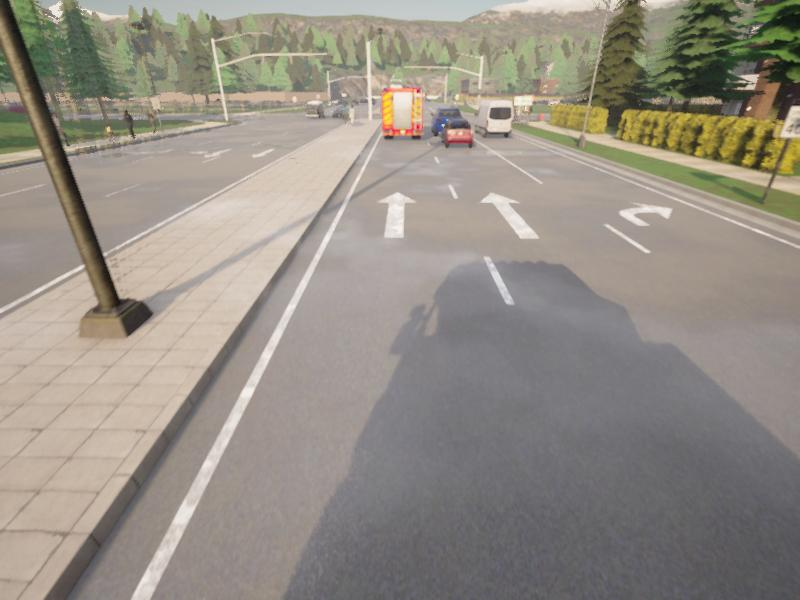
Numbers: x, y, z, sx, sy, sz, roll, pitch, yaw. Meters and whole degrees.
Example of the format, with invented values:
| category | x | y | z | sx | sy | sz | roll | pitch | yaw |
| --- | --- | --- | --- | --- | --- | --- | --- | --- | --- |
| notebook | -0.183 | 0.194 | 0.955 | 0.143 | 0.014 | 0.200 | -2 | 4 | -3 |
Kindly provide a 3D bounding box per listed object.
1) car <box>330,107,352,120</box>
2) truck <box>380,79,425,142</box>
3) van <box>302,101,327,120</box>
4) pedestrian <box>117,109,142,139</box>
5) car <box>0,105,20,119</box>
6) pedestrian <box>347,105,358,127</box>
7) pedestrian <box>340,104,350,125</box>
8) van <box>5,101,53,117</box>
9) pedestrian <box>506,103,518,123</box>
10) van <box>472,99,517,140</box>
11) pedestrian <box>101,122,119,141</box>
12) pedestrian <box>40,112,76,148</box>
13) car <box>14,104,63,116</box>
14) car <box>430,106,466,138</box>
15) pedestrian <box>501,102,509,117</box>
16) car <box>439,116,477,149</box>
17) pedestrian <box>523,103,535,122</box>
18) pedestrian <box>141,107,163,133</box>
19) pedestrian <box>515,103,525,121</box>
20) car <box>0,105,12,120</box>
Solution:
| category | x | y | z | sx | sy | sz | roll | pitch | yaw |
| --- | --- | --- | --- | --- | --- | --- | --- | --- | --- |
| car | -7.532 | -23.993 | 51.410 | 1.994 | 1.385 | 4.181 | 1 | 27 | 1 |
| truck | 0.191 | -14.693 | 30.785 | 2.891 | 3.827 | 8.468 | 0 | 27 | 0 |
| van | -11.018 | -24.626 | 51.901 | 2.069 | 2.038 | 4.480 | 1 | 27 | 1 |
| pedestrian | -18.679 | -12.159 | 27.620 | 0.751 | 1.860 | 0.751 | -3 | 28 | -6 |
| car | -54.196 | -25.274 | 53.716 | 3.988 | 1.617 | 1.851 | 0 | 27 | 1 |
| pedestrian | -4.494 | -17.509 | 37.973 | 0.751 | 1.860 | 0.751 | 7 | 28 | 13 |
| pedestrian | -5.423 | -18.392 | 39.678 | 0.751 | 1.860 | 0.751 | 1 | 27 | 2 |
| van | -52.536 | -27.078 | 56.701 | 4.442 | 1.987 | 1.775 | 0 | 27 | 1 |
| pedestrian | 11.792 | -19.729 | 42.233 | 0.751 | 1.860 | 0.751 | -3 | 28 | -6 |
| van | 7.194 | -14.223 | 31.272 | 1.988 | 2.561 | 5.915 | 0 | 27 | 0 |
| pedestrian | -19.222 | -11.157 | 26.512 | 0.500 | 1.100 | 0.500 | -2 | 27 | -4 |
| pedestrian | -19.635 | -9.776 | 23.020 | 0.751 | 1.860 | 0.751 | 0 | 27 | -1 |
| car | -54.077 | -28.521 | 59.918 | 4.974 | 1.542 | 2.038 | 0 | 27 | 1 |
| car | 3.689 | -14.254 | 31.869 | 2.150 | 2.045 | 5.566 | 0 | 27 | 0 |
| pedestrian | 14.562 | -26.346 | 55.367 | 0.751 | 1.860 | 0.751 | 2 | 27 | 3 |
| car | 3.630 | -10.779 | 25.636 | 1.851 | 1.617 | 3.988 | 0 | 27 | 0 |
| pedestrian | 13.962 | -20.219 | 43.202 | 0.751 | 1.860 | 0.751 | -3 | 28 | -5 |
| pedestrian | -19.471 | -14.129 | 31.424 | 0.751 | 1.860 | 0.751 | 3 | 28 | 6 |
| pedestrian | 13.453 | -21.130 | 44.961 | 0.751 | 1.860 | 0.751 | 6 | 28 | 11 |
| car | -52.752 | -23.708 | 50.565 | 4.856 | 1.649 | 2.033 | 0 | 27 | 1 |
